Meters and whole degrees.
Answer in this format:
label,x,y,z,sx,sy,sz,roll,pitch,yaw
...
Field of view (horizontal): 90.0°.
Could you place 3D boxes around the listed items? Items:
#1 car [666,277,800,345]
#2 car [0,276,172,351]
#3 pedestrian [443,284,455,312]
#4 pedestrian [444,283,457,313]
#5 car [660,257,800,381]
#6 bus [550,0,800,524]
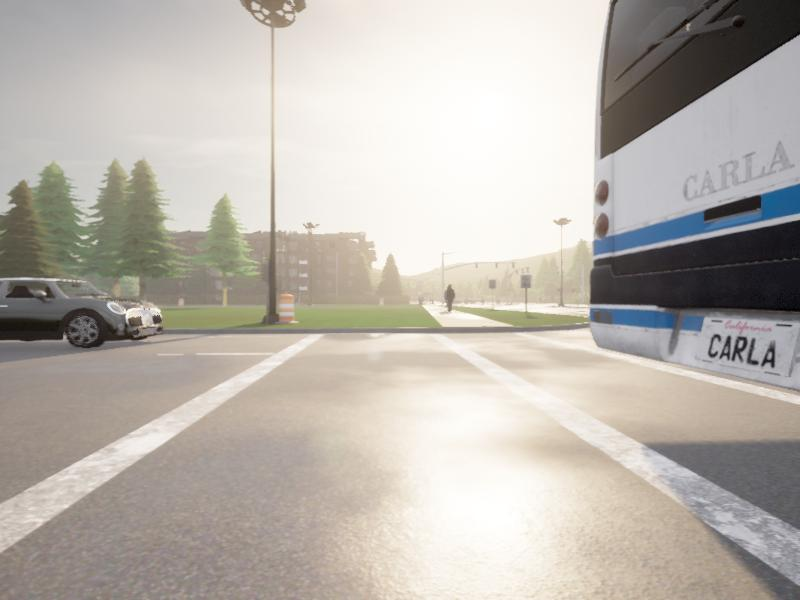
label,x,y,z,sx,sy,sz,roll,pitch,yaw
car,9.073,0.242,9.636,4.193,1.474,1.816,0,0,-2
car,-7.552,0.263,8.912,3.806,1.475,1.970,0,0,-3
pedestrian,3.381,-0.122,27.403,0.751,1.860,0.751,0,0,2
pedestrian,3.137,-0.121,25.106,0.751,1.860,0.751,0,0,3
car,7.042,0.227,6.046,4.902,1.511,2.128,0,0,-2
bus,6.864,-1.143,2.653,10.273,4.253,3.944,0,0,-2
